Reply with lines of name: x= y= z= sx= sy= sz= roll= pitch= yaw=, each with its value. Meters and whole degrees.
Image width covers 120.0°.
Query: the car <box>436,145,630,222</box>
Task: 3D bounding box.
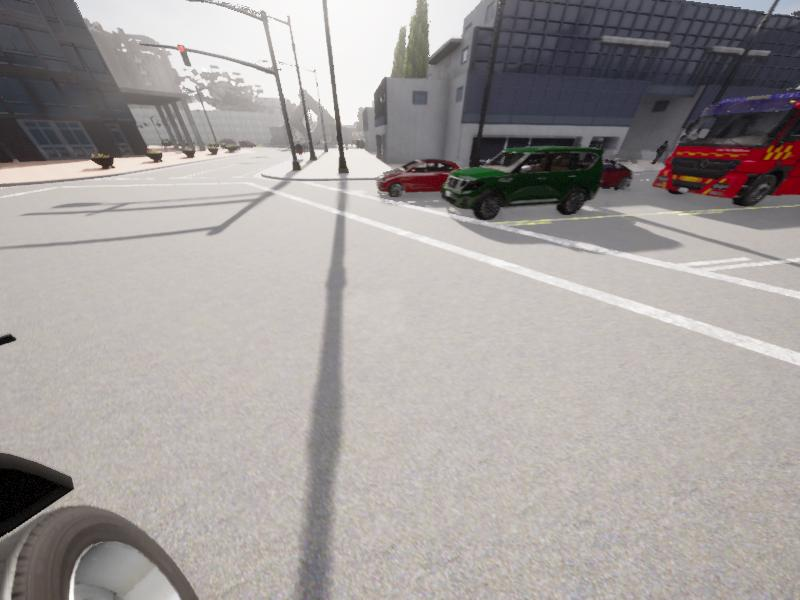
car: x=4.394 y=-4.302 z=8.317 sx=5.566 sy=2.045 sz=2.150 roll=-7 pitch=36 yaw=-10

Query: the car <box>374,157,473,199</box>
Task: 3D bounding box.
car: x=0.970 y=-5.864 z=11.006 sx=4.193 sy=1.474 sz=1.816 roll=-6 pitch=36 yaw=-8

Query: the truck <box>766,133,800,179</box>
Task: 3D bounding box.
truck: x=30.600 y=-10.160 z=14.843 sx=8.468 sy=3.827 sz=2.891 roll=-7 pitch=36 yaw=-8

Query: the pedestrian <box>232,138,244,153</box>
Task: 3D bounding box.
pedestrian: x=-24.874 y=-23.732 z=35.466 sx=0.751 sy=1.860 sz=0.751 roll=-6 pitch=36 yaw=-9

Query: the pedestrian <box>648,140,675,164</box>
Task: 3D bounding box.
pedestrian: x=24.638 y=-13.987 z=21.827 sx=0.751 sy=1.860 sz=0.751 roll=-13 pitch=37 yaw=-19

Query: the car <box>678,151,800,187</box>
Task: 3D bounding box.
car: x=20.582 y=-8.014 z=14.024 sx=4.974 sy=1.542 sz=2.038 roll=-7 pitch=36 yaw=-8

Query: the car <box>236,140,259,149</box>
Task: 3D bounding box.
car: x=-36.595 y=-37.293 z=55.371 sx=5.027 sy=1.651 sz=2.152 roll=22 pitch=40 yaw=27

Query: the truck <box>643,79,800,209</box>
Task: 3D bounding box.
truck: x=16.478 y=-6.404 z=9.793 sx=8.468 sy=3.827 sz=2.891 roll=-6 pitch=36 yaw=-8

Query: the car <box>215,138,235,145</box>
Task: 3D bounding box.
car: x=-54.280 y=-49.281 z=71.806 sx=4.553 sy=1.767 sz=2.097 roll=-13 pitch=37 yaw=-19

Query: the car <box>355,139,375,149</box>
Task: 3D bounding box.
car: x=-8.329 y=-37.275 z=55.284 sx=1.932 sy=1.855 sz=4.605 roll=29 pitch=45 yaw=34

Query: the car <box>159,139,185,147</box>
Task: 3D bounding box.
car: x=-57.028 y=-39.289 z=57.757 sx=3.988 sy=1.617 sz=1.851 roll=-1 pitch=35 yaw=-2

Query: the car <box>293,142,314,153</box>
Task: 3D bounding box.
car: x=-17.410 y=-27.765 z=41.937 sx=1.837 sy=1.490 sz=4.892 roll=1 pitch=35 yaw=0

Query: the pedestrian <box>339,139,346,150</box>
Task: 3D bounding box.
pedestrian: x=-11.470 y=-31.059 z=46.097 sx=0.751 sy=1.860 sz=0.751 roll=11 pitch=37 yaw=15

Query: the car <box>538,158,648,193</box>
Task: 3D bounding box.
car: x=10.216 y=-6.797 z=12.479 sx=4.181 sy=1.385 sz=1.994 roll=-6 pitch=35 yaw=-9

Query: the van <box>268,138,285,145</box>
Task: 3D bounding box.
van: x=-41.194 y=-53.132 z=77.303 sx=1.775 sy=1.987 sz=4.442 roll=24 pitch=41 yaw=29

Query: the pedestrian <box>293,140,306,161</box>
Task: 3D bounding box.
pedestrian: x=-10.372 y=-15.503 z=23.951 sx=0.751 sy=1.860 sz=0.751 roll=-5 pitch=35 yaw=-8
